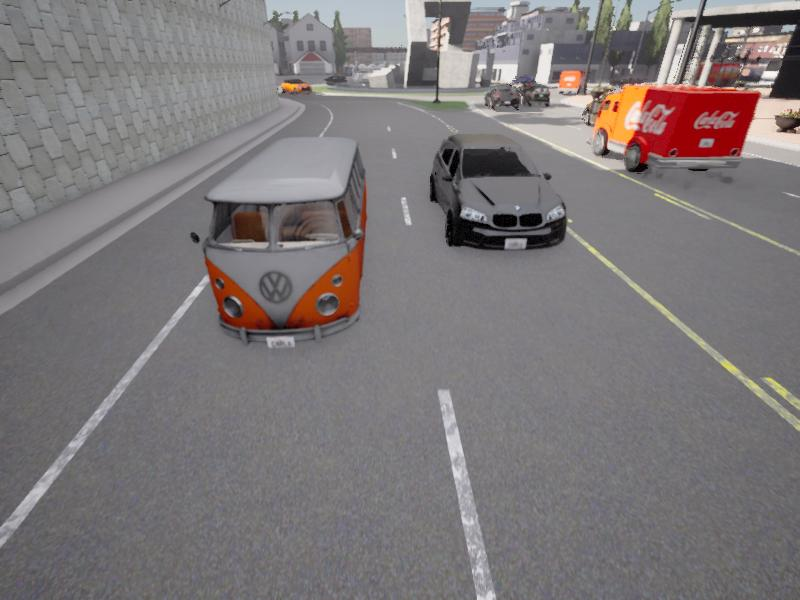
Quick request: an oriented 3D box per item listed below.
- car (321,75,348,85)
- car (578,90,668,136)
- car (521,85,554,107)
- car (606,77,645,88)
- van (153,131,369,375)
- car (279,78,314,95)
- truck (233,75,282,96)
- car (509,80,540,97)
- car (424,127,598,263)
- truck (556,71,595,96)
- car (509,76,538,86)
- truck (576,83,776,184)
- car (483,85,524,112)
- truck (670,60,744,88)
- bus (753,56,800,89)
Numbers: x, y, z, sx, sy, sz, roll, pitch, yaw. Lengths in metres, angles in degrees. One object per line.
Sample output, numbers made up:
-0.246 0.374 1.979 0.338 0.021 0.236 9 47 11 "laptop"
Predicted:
-12.456 -41.899 76.158 1.837 1.490 4.892 24 38 35 "car"
11.678 -10.127 21.421 1.932 1.855 4.605 -1 30 -2 "car"
11.974 -17.901 35.034 1.789 1.549 3.705 2 30 4 "car"
35.815 -34.585 63.559 4.892 1.490 1.837 4 31 7 "car"
-1.424 -1.152 6.007 1.775 1.987 4.442 -2 30 -3 "van"
-12.796 -26.385 49.357 2.097 1.767 4.553 -25 38 -36 "car"
-17.530 -26.405 49.087 6.274 2.098 2.390 22 37 33 "truck"
14.562 -24.744 46.726 1.789 1.549 3.705 23 38 34 "car"
1.917 -2.574 8.742 2.242 1.667 4.611 -2 30 -3 "car"
21.355 -26.434 48.694 2.627 2.467 5.204 20 36 31 "truck"
21.918 -39.079 71.325 1.812 1.442 4.674 -22 37 -32 "car"
8.631 -5.850 13.537 2.627 2.467 5.204 -2 30 -3 "truck"
8.231 -16.318 32.271 2.152 1.651 5.027 1 30 2 "car"
48.328 -35.700 63.133 8.468 3.827 2.891 -2 30 -4 "truck"
61.242 -34.650 60.890 10.273 4.253 3.944 -2 30 -4 "bus"
